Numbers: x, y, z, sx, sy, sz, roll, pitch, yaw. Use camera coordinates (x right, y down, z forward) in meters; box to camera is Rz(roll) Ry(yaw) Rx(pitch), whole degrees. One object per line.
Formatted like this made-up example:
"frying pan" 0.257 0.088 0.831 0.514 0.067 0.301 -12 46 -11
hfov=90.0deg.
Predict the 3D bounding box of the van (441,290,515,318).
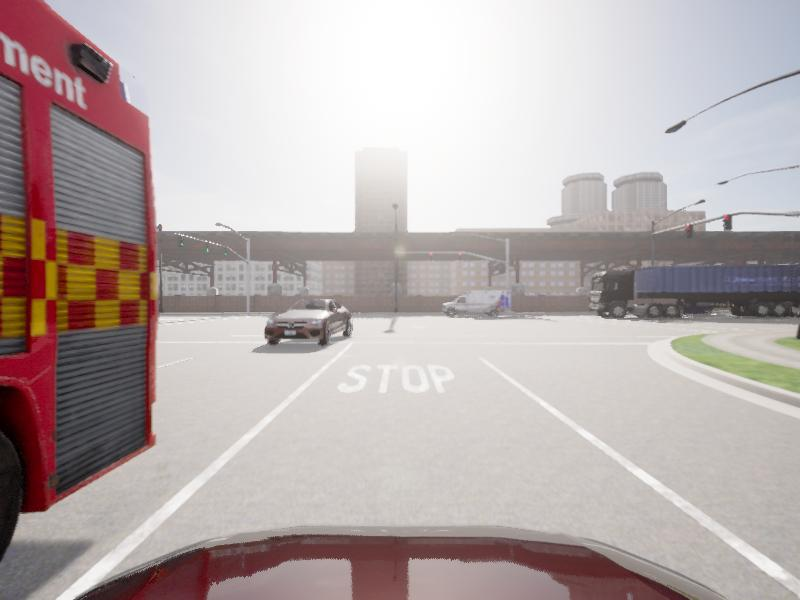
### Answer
"van" 7.125 0.343 37.019 6.366 2.431 2.351 0 0 2

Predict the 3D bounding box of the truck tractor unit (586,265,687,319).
"truck tractor unit" 19.396 -0.622 33.163 6.516 4.208 3.053 0 0 2

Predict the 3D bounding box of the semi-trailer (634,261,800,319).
"semi-trailer" 27.304 -0.812 32.846 14.254 4.402 2.717 -1 0 3

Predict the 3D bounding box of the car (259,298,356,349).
"car" -3.354 0.769 15.734 2.152 1.651 5.027 0 0 7

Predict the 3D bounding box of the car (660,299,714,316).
"car" 26.133 0.649 36.517 3.633 1.501 1.845 -1 0 2
